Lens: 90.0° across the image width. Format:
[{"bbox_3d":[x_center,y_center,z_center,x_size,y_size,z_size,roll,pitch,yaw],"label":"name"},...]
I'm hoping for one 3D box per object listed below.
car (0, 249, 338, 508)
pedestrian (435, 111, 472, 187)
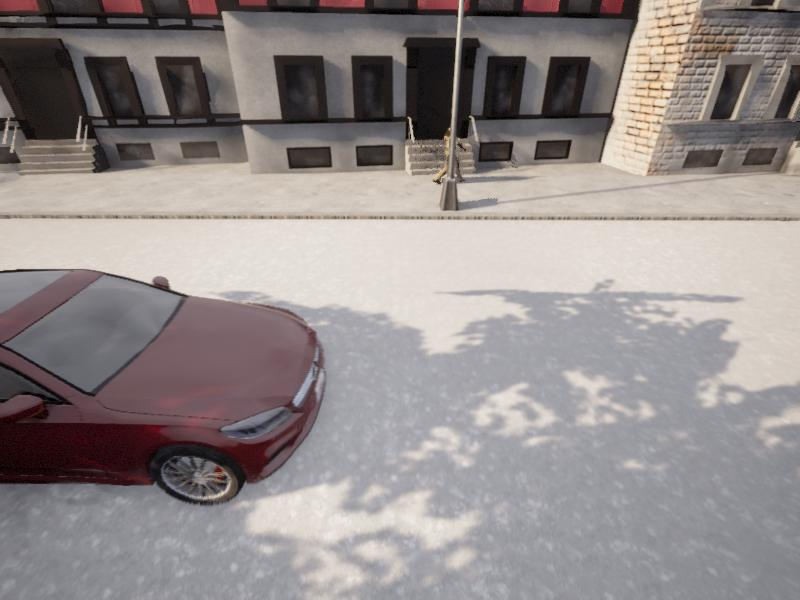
[{"bbox_3d":[-3.081,0.562,3.612,4.674,1.442,1.812,0,30,1],"label":"car"},{"bbox_3d":[1.437,-4.126,10.970,0.751,1.860,0.751,-2,30,-3],"label":"pedestrian"}]
